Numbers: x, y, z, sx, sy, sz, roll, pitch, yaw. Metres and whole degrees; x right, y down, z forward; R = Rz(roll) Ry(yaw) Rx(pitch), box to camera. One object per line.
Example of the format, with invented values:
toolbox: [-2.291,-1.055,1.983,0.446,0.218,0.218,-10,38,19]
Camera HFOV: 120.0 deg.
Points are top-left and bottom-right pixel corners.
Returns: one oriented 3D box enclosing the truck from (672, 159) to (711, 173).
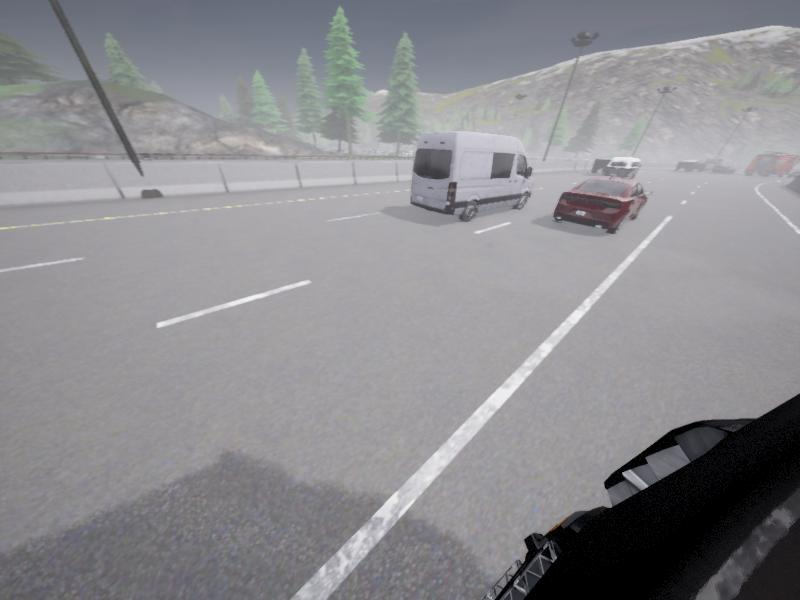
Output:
truck: [56.756,-26.112,44.960,6.274,2.098,2.390,-12,37,-21]

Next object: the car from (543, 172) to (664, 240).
car: [7.653,-3.717,8.588,5.008,1.535,1.882,-23,42,-33]

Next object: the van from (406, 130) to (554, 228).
van: [3.182,-4.797,8.971,5.915,2.561,1.988,-23,41,-33]

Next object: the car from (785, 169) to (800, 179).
car: [71.804,-22.389,41.156,4.181,1.385,1.994,-9,36,-17]

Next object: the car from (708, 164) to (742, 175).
car: [61.707,-24.751,43.888,4.902,1.511,2.128,-11,36,-20]

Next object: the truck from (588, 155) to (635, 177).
truck: [27.219,-17.308,29.723,6.274,2.098,2.390,-21,40,-31]

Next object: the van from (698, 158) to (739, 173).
van: [66.811,-28.214,48.519,6.366,2.431,2.351,-9,36,-17]

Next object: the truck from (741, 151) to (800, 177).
truck: [68.693,-24.939,42.534,8.468,3.827,2.891,-9,36,-17]

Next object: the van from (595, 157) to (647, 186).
van: [20.545,-12.019,21.425,4.480,2.038,2.069,-23,42,-33]
